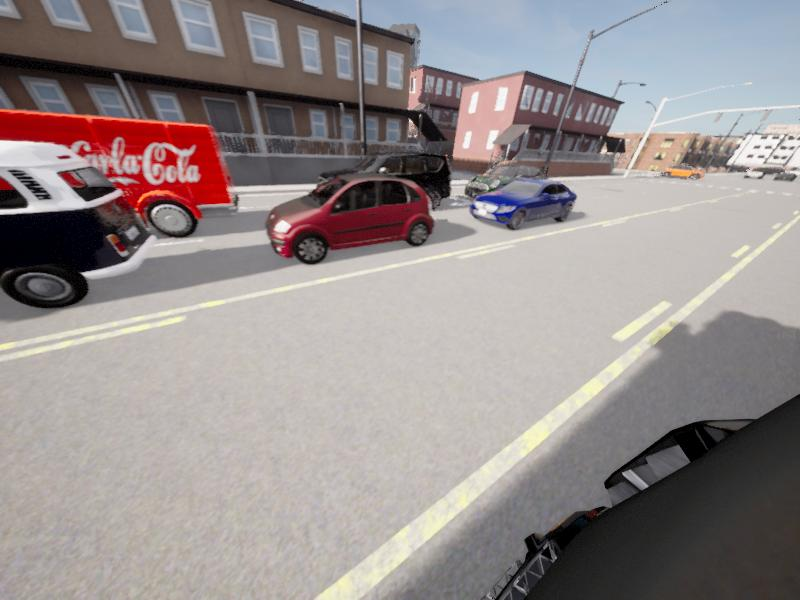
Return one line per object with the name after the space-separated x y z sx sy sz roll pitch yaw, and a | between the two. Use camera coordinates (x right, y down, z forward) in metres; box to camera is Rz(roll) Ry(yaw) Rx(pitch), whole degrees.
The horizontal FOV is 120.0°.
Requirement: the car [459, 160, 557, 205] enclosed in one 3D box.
5.799 -6.425 12.487 4.553 1.767 2.097 -16 38 -26 | car

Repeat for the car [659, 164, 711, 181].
42.426 -19.185 34.567 2.097 1.767 4.553 -25 43 -36 | car

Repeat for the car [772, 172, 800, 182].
69.322 -22.096 41.401 4.181 1.385 1.994 -16 38 -26 | car

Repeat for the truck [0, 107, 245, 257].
-7.180 -2.933 5.603 5.204 2.467 2.627 -15 37 -25 | truck

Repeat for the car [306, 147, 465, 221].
-0.438 -4.741 9.235 5.566 2.045 2.150 -16 38 -26 | car

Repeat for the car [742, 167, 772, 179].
67.753 -24.082 43.839 4.605 1.855 1.932 -16 38 -26 | car

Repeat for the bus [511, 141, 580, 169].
28.637 -29.183 46.370 3.944 4.253 10.273 -16 38 -26 | bus

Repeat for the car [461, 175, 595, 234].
4.824 -3.764 8.713 4.674 1.442 1.812 -16 38 -26 | car

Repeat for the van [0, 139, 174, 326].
-6.412 -0.820 2.862 4.480 2.038 2.069 -16 38 -26 | van

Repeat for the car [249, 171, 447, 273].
-1.111 -2.150 5.671 3.988 1.617 1.851 -16 38 -26 | car
